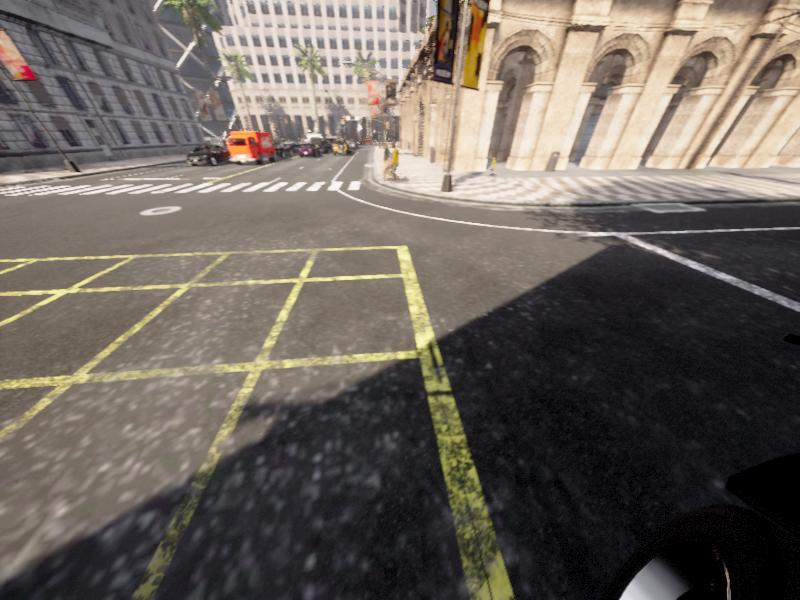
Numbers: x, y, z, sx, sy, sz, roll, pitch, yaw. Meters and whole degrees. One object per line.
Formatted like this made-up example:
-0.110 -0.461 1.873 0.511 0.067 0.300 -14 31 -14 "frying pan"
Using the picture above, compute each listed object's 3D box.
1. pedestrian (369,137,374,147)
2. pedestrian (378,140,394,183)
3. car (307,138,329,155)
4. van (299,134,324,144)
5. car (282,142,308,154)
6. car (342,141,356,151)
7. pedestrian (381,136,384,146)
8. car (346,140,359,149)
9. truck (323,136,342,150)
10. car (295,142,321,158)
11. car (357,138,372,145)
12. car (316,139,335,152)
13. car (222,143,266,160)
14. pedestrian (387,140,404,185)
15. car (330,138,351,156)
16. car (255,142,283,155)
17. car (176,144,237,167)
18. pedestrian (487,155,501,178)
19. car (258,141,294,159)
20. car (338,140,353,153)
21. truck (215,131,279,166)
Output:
-6.452 -36.168 52.768 0.751 1.860 0.751 9 37 12 "pedestrian"
-0.683 -7.120 11.906 0.751 1.860 0.751 0 36 0 "pedestrian"
-11.604 -21.926 32.867 1.905 1.878 3.866 -3 36 -4 "car"
-26.174 -47.758 68.493 6.366 2.431 2.351 -3 36 -4 "van"
-15.185 -22.171 33.656 1.994 1.385 4.181 -2 36 -3 "car"
-8.949 -27.319 40.921 1.895 1.301 4.718 -3 36 -4 "car"
-4.078 -36.981 53.646 0.751 1.860 0.751 -5 36 -6 "pedestrian"
-9.607 -31.565 46.772 2.033 1.411 5.357 -3 36 -4 "car"
-12.952 -30.698 44.950 2.390 2.098 6.274 -3 36 -4 "truck"
-11.079 -18.310 28.172 1.816 1.474 4.193 -3 36 -4 "car"
-10.055 -45.276 65.787 3.705 1.549 1.789 -21 41 -27 "car"
-12.241 -25.770 38.456 1.930 1.638 5.238 -3 36 -4 "car"
-17.991 -17.421 26.991 2.033 1.411 5.357 -3 36 -4 "car"
-0.211 -6.856 11.538 0.751 1.860 0.751 3 36 4 "pedestrian"
-7.896 -20.617 31.054 1.932 1.855 4.605 -3 36 -4 "car"
-18.649 -21.735 33.042 1.994 1.385 4.181 -3 36 -5 "car"
-17.278 -13.209 21.018 1.837 1.490 4.892 -3 36 -5 "car"
5.529 -7.839 13.572 0.500 1.100 0.500 15 38 20 "pedestrian"
-14.542 -17.960 27.536 1.930 1.638 5.238 -3 36 -4 "car"
-8.419 -23.935 35.991 1.845 1.501 3.633 -3 36 -4 "car"
-13.869 -14.201 21.569 2.627 2.467 5.204 -3 36 -5 "truck"
